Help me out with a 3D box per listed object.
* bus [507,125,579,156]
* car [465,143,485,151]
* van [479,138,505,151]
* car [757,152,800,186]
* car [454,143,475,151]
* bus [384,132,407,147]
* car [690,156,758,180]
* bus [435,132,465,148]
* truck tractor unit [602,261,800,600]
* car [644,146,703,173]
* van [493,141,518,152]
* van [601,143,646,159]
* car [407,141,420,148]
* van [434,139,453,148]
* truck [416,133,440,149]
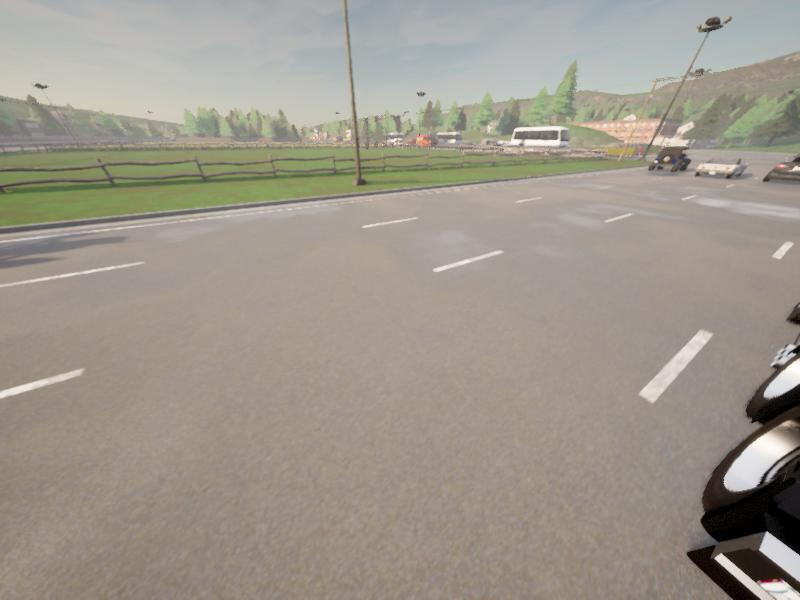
[{"bbox_3d":[26.129,-29.777,43.261,3.944,4.253,10.273,-19,39,-25],"label":"bus"},{"bbox_3d":[19.154,-39.154,59.080,1.837,1.490,4.892,-19,39,-25],"label":"car"},{"bbox_3d":[23.263,-39.543,58.728,1.988,2.561,5.915,-19,39,-25],"label":"van"},{"bbox_3d":[26.753,-8.682,15.220,4.611,1.667,2.242,-16,38,-22],"label":"car"},{"bbox_3d":[16.082,-38.238,57.671,2.242,1.667,4.611,-19,40,-25],"label":"car"},{"bbox_3d":[-1.923,-60.771,87.551,3.944,4.253,10.273,-19,39,-25],"label":"bus"},{"bbox_3d":[24.868,-10.210,17.729,4.718,1.301,1.895,-18,39,-25],"label":"car"},{"bbox_3d":[16.808,-54.435,78.599,3.944,4.253,10.273,-19,39,-25],"label":"bus"},{"bbox_3d":[5.106,-0.307,0.789,6.516,4.208,3.053,-18,39,-24],"label":"truck tractor unit"},{"bbox_3d":[24.462,-12.649,20.708,3.866,1.878,1.905,-19,39,-25],"label":"car"},{"bbox_3d":[23.890,-34.807,52.399,2.069,2.038,4.480,-19,39,-25],"label":"van"},{"bbox_3d":[35.368,-23.824,36.764,1.775,1.987,4.442,-20,40,-27],"label":"van"},{"bbox_3d":[4.287,-49.744,73.847,1.932,1.855,4.605,-19,39,-25],"label":"car"},{"bbox_3d":[14.378,-51.976,76.643,2.351,2.431,6.366,-19,39,-25],"label":"van"},{"bbox_3d":[8.659,-50.239,72.881,2.891,3.827,8.468,-19,39,-25],"label":"truck"}]
